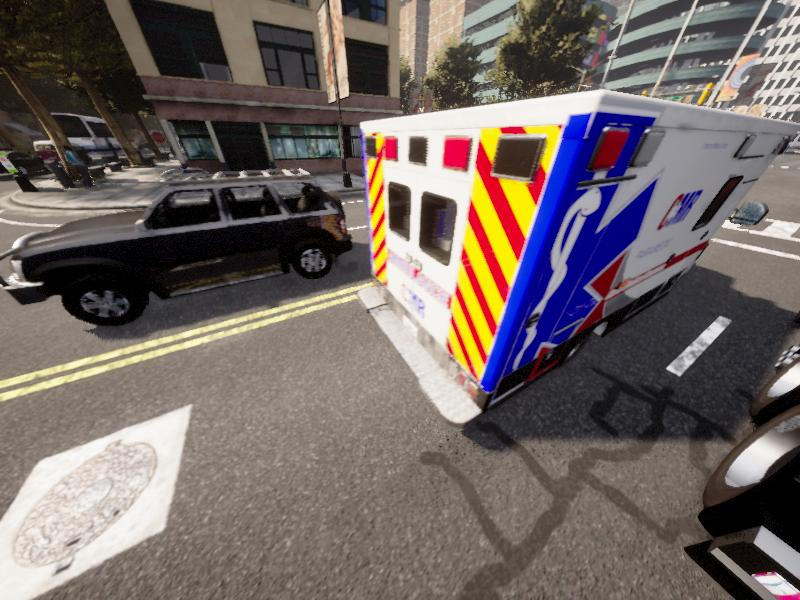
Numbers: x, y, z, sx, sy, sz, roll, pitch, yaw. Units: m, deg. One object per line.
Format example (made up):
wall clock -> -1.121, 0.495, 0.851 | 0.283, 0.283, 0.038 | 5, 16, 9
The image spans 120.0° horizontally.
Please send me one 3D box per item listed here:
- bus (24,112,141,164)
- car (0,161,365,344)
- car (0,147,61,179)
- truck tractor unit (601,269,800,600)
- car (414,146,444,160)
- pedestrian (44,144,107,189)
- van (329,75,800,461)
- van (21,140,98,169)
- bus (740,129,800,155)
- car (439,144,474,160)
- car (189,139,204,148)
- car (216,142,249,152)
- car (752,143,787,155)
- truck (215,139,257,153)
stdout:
bus -> -36.172, -19.057, 27.362 | 3.944, 4.253, 10.273 | -18, 39, -24
car -> -3.220, -1.283, 4.172 | 4.605, 1.855, 1.932 | -17, 39, -24
car -> -28.173, -10.049, 16.775 | 1.930, 1.638, 5.238 | -18, 39, -24
truck tractor unit -> 5.117, -0.295, 0.766 | 6.516, 4.208, 3.053 | -18, 39, -24
car -> 4.075, -21.364, 33.440 | 1.812, 1.442, 4.674 | -18, 39, -24
pedestrian -> -15.934, -6.600, 11.416 | 0.751, 1.860, 0.751 | 4, 35, 5
van -> 2.644, -1.069, 3.429 | 6.366, 2.431, 2.351 | -18, 39, -24
van -> -31.776, -13.845, 21.849 | 2.069, 2.038, 4.480 | -18, 39, -24
bus -> 83.053, -34.537, 50.492 | 3.944, 4.253, 10.273 | 10, 36, 14
car -> 8.008, -21.485, 33.445 | 2.242, 1.667, 4.611 | -18, 39, -24
car -> -61.577, -47.506, 69.951 | 2.435, 2.045, 5.566 | -18, 39, -24
car -> -34.682, -31.798, 48.003 | 5.366, 1.575, 1.801 | -18, 39, -25
car -> 78.475, -32.145, 49.114 | 1.905, 1.878, 3.866 | 15, 37, 20
truck -> -32.223, -30.471, 45.663 | 6.274, 2.098, 2.390 | -16, 38, -22
